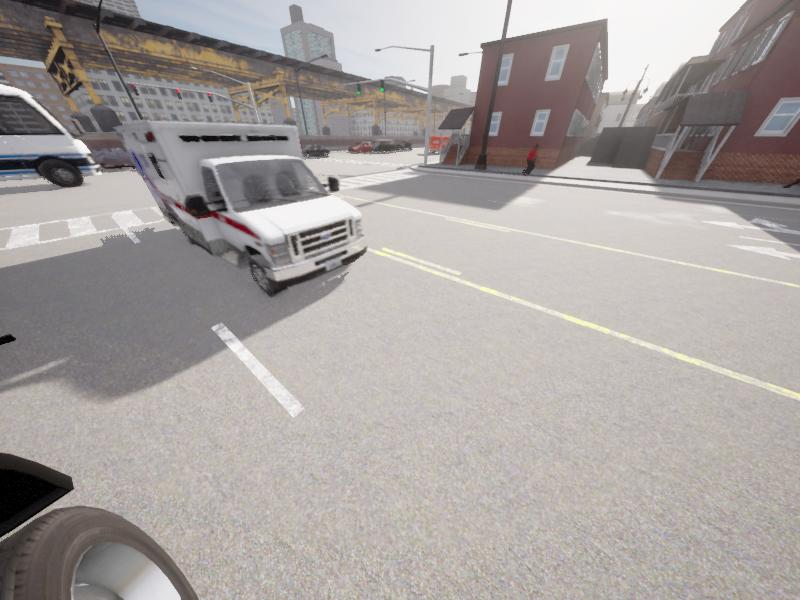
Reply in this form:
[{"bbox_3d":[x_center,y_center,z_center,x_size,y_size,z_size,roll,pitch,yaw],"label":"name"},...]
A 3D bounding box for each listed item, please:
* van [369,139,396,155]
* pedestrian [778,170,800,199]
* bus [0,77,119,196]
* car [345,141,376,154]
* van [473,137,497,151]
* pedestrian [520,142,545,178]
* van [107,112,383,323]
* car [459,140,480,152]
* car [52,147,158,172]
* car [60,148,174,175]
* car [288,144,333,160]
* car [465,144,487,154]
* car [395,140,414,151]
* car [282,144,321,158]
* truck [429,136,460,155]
[{"bbox_3d":[-2.775,-25.042,37.724,1.775,1.987,4.442,24,42,30],"label":"van"},{"bbox_3d":[18.815,-5.662,10.489,0.751,1.860,0.751,23,41,29],"label":"pedestrian"},{"bbox_3d":[-20.462,-6.554,9.385,3.944,4.253,10.273,24,42,30],"label":"bus"},{"bbox_3d":[-6.505,-25.450,38.550,2.242,1.667,4.611,24,42,30],"label":"car"},{"bbox_3d":[18.657,-34.400,50.776,2.351,2.431,6.366,24,42,30],"label":"van"},{"bbox_3d":[8.355,-8.848,14.613,0.751,1.860,0.751,23,41,29],"label":"pedestrian"},{"bbox_3d":[-3.565,-2.350,5.120,6.366,2.431,2.351,26,42,31],"label":"van"},{"bbox_3d":[13.745,-30.574,45.786,1.932,1.855,4.605,24,42,30],"label":"car"},{"bbox_3d":[-24.657,-12.019,19.597,2.033,1.411,5.357,24,42,30],"label":"car"},{"bbox_3d":[-21.702,-10.914,18.048,2.033,1.411,5.357,24,42,30],"label":"car"},{"bbox_3d":[-11.126,-18.712,29.106,1.837,1.490,4.892,24,42,30],"label":"car"},{"bbox_3d":[13.440,-26.876,40.977,1.994,1.385,4.181,25,42,31],"label":"car"},{"bbox_3d":[0.903,-30.977,46.260,1.905,1.878,3.866,24,41,30],"label":"car"},{"bbox_3d":[-13.327,-20.322,31.486,1.994,1.385,4.181,25,42,30],"label":"car"},{"bbox_3d":[7.540,-26.245,39.117,2.627,2.467,5.204,24,43,30],"label":"truck"}]
